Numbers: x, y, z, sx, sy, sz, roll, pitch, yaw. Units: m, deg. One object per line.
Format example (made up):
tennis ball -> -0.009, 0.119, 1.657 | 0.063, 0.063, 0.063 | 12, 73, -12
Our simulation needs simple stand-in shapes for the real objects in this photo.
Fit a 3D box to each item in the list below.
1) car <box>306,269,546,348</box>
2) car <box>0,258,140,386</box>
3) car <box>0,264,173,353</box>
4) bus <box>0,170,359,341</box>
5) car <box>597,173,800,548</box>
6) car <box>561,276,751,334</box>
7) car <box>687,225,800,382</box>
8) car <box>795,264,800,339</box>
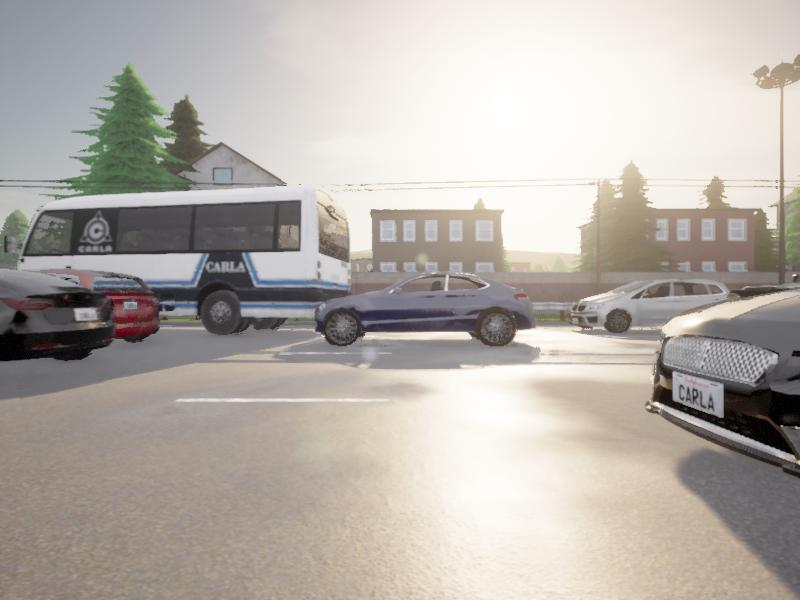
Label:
car -> 0.549, 0.181, 9.476 | 5.027, 1.651, 2.152 | 0, 0, 2
car -> -6.810, 0.255, 5.709 | 4.792, 1.488, 2.163 | 0, 0, 0
car -> -7.964, 0.162, 8.959 | 4.611, 1.667, 2.242 | 0, 0, 8
bus -> -6.853, -1.129, 12.780 | 10.273, 4.253, 3.944 | 0, 0, 10
car -> 4.058, 0.232, 2.199 | 4.902, 1.511, 2.128 | 0, 0, 0
car -> 7.855, 0.153, 12.686 | 4.611, 1.667, 2.242 | 0, 0, 0
car -> 6.702, 0.043, 5.691 | 3.866, 1.878, 1.905 | 0, 0, 0
car -> 11.944, 0.042, 9.180 | 3.866, 1.878, 1.905 | 0, 0, 0
